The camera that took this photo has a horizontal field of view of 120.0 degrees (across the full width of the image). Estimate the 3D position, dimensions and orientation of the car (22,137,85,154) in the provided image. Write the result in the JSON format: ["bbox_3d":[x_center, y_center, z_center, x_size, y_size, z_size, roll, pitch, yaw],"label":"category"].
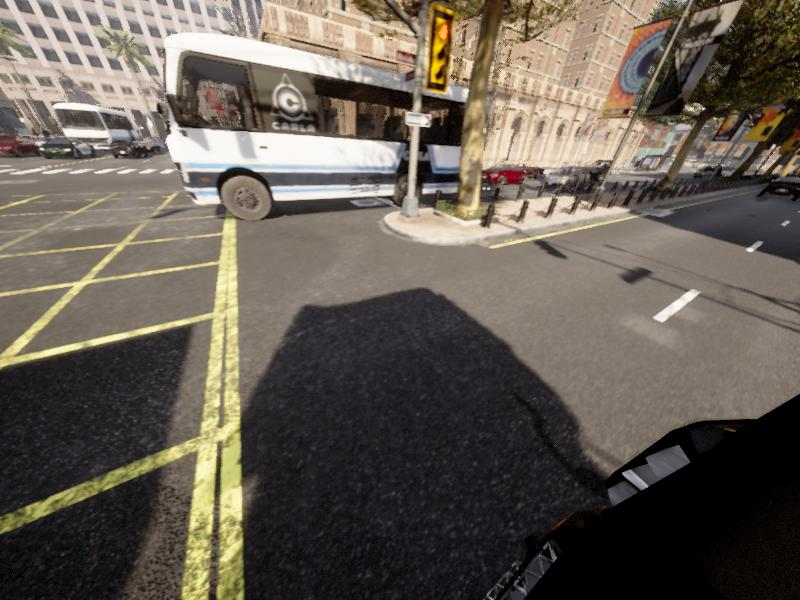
[{"bbox_3d":[-35.541,-16.038,23.910,1.895,1.301,4.718,-16,38,-26],"label":"car"}]

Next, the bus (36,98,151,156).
[{"bbox_3d":[-33.499,-19.310,26.304,3.944,4.253,10.273,-16,38,-26],"label":"bus"}]

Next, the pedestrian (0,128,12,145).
[{"bbox_3d":[-47.719,-19.544,27.355,0.751,1.860,0.751,-5,35,-12],"label":"pedestrian"}]

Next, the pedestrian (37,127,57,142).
[{"bbox_3d":[-55.067,-25.773,36.081,0.751,1.860,0.751,-16,38,-26],"label":"pedestrian"}]

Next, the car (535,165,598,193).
[{"bbox_3d":[11.995,-8.795,16.659,3.633,1.501,1.845,-16,38,-26],"label":"car"}]

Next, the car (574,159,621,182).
[{"bbox_3d":[20.806,-13.689,24.353,3.866,1.878,1.905,-16,38,-26],"label":"car"}]

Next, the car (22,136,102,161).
[{"bbox_3d":[-28.525,-13.059,19.803,2.038,1.542,4.974,-16,38,-26],"label":"car"}]

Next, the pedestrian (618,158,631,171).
[{"bbox_3d":[40.313,-24.328,41.520,0.751,1.860,0.751,-14,37,-24],"label":"pedestrian"}]

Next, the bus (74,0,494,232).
[{"bbox_3d":[-2.154,-5.775,8.573,10.273,4.253,3.944,-15,38,-26],"label":"bus"}]

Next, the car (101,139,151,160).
[{"bbox_3d":[-26.212,-14.590,22.327,1.816,1.474,4.193,-16,38,-26],"label":"car"}]

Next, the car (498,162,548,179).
[{"bbox_3d":[12.454,-13.155,23.413,4.718,1.301,1.895,-16,38,-26],"label":"car"}]

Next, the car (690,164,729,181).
[{"bbox_3d":[43.452,-17.903,32.467,4.605,1.855,1.932,-16,38,-26],"label":"car"}]

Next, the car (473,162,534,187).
[{"bbox_3d":[8.079,-9.845,18.060,4.181,1.385,1.994,-16,38,-26],"label":"car"}]

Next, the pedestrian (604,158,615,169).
[{"bbox_3d":[41.623,-27.207,45.930,0.751,1.860,0.751,-9,36,-17],"label":"pedestrian"}]

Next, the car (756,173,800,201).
[{"bbox_3d":[31.774,-9.296,18.881,5.238,1.638,1.930,-16,38,-27],"label":"car"}]

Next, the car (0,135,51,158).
[{"bbox_3d":[-32.082,-12.687,19.042,1.812,1.442,4.674,-16,38,-26],"label":"car"}]
